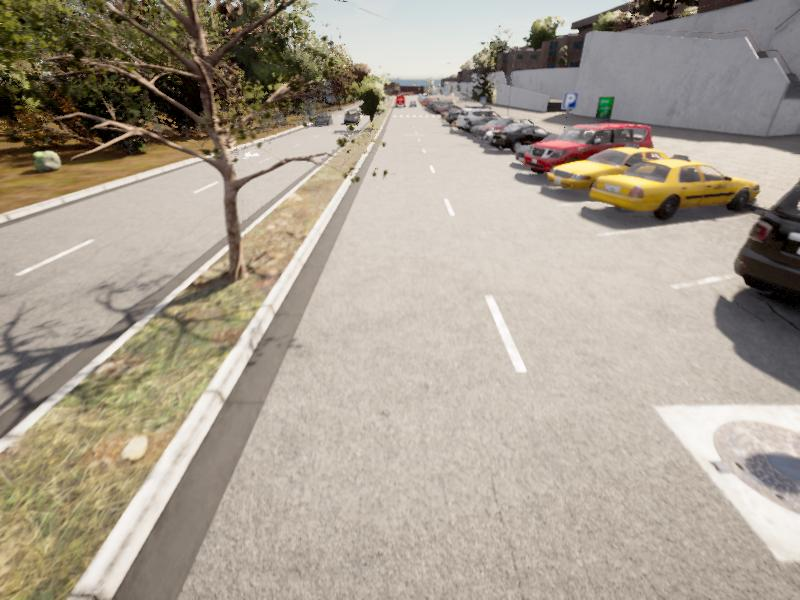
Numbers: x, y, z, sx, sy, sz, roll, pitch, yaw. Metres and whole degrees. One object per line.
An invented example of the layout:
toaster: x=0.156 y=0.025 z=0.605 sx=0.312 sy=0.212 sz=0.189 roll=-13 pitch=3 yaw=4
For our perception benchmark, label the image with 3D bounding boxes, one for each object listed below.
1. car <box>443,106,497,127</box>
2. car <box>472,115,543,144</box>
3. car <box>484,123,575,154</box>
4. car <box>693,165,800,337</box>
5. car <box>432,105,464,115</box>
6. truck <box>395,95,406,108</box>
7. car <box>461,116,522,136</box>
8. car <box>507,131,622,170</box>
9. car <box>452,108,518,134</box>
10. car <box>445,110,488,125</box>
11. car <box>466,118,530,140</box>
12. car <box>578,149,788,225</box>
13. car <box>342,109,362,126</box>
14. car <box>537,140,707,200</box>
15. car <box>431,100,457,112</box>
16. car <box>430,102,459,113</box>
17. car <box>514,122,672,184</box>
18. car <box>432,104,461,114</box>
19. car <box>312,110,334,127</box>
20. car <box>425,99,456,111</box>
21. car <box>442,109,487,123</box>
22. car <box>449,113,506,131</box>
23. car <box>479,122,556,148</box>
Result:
car: x=8.108 y=-21.342 z=46.402 sx=5.566 sy=2.045 sz=2.435 roll=-9 pitch=29 yaw=-18
car: x=8.141 y=-13.018 z=30.450 sx=4.553 sy=1.767 sz=2.185 roll=-9 pitch=29 yaw=-18
car: x=8.095 y=-10.193 z=25.143 sx=5.008 sy=1.535 sz=2.097 roll=-9 pitch=28 yaw=-18
car: x=8.104 y=-0.940 z=6.301 sx=5.566 sy=2.045 sz=2.435 roll=-9 pitch=28 yaw=-18
car: x=8.133 y=-32.237 z=67.813 sx=4.792 sy=1.488 sz=2.163 roll=-9 pitch=29 yaw=-18
truck: x=0.128 y=-47.832 z=96.350 sx=2.627 sy=2.467 sz=5.204 roll=0 pitch=28 yaw=0
car: x=8.142 y=-15.608 z=35.880 sx=4.792 sy=1.488 sz=2.163 roll=-9 pitch=28 yaw=-18
car: x=8.068 y=-7.458 z=19.784 sx=4.792 sy=1.488 sz=2.163 roll=-9 pitch=29 yaw=-18
car: x=8.148 y=-17.224 z=38.422 sx=5.566 sy=2.045 sz=2.435 roll=-9 pitch=29 yaw=-18
car: x=8.138 y=-22.480 z=49.214 sx=4.674 sy=1.452 sz=2.002 roll=-9 pitch=29 yaw=-18
car: x=8.115 y=-14.221 z=33.191 sx=4.674 sy=1.452 sz=2.002 roll=-9 pitch=29 yaw=-18
car: x=8.257 y=-3.457 z=11.809 sx=5.366 sy=1.575 sz=1.946 roll=-9 pitch=28 yaw=-18
car: x=-5.707 y=-21.865 z=47.820 sx=1.851 sy=1.617 sz=3.988 roll=0 pitch=28 yaw=0
car: x=7.913 y=-4.758 z=14.364 sx=5.366 sy=1.575 sz=1.946 roll=-9 pitch=29 yaw=-18
car: x=8.281 y=-36.654 z=75.689 sx=4.442 sy=1.987 sz=1.878 roll=-9 pitch=29 yaw=-18
car: x=8.138 y=-35.157 z=73.046 sx=4.553 sy=1.767 sz=2.185 roll=-9 pitch=29 yaw=-18
car: x=8.070 y=-6.354 z=16.976 sx=5.566 sy=2.045 sz=2.435 roll=-9 pitch=29 yaw=-18
car: x=8.158 y=-33.629 z=70.491 sx=4.674 sy=1.452 sz=2.002 roll=-9 pitch=29 yaw=-18
car: x=-8.706 y=-20.711 z=45.651 sx=1.789 sy=1.549 sz=3.705 roll=0 pitch=27 yaw=0
car: x=8.155 y=-39.422 z=80.908 sx=5.566 sy=2.045 sz=2.435 roll=-9 pitch=29 yaw=-18
car: x=8.309 y=-23.938 z=51.919 sx=5.366 sy=1.575 sz=1.946 roll=-9 pitch=29 yaw=-18
car: x=7.951 y=-18.345 z=41.138 sx=5.366 sy=1.575 sz=1.946 roll=-9 pitch=29 yaw=-18
car: x=8.108 y=-11.510 z=27.839 sx=4.674 sy=1.452 sz=2.002 roll=-9 pitch=29 yaw=-18
